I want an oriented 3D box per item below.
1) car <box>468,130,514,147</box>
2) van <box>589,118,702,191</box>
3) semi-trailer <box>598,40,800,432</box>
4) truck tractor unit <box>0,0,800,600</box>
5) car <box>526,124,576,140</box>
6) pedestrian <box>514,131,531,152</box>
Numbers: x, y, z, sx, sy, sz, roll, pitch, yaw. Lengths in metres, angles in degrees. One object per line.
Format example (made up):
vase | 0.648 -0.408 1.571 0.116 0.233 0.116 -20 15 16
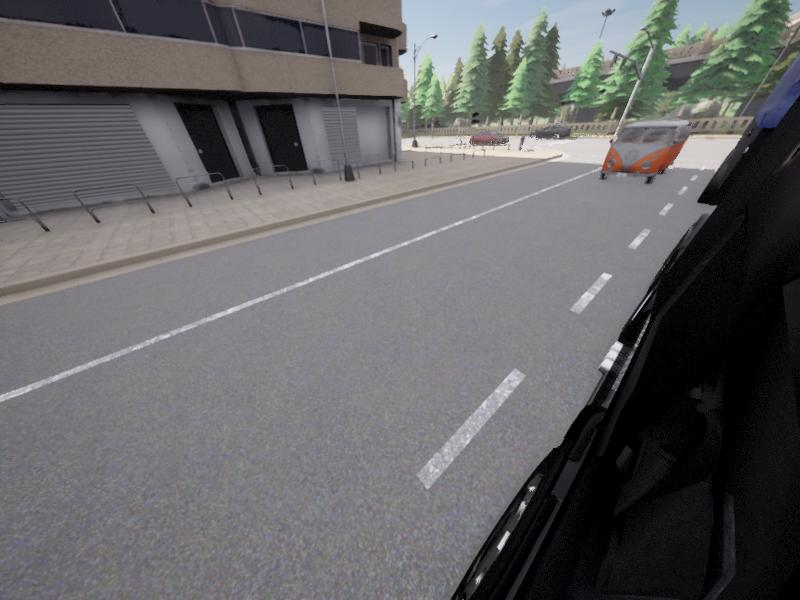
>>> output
car | 9.904 -17.869 25.535 1.994 1.385 4.181 -28 44 -30
van | 9.929 -6.027 9.359 4.442 1.987 1.775 -28 44 -30
semi-trailer | 8.689 -3.623 4.219 14.254 4.402 2.717 -28 44 -30
truck tractor unit | 2.645 -0.295 0.351 6.516 4.208 3.053 -28 44 -30
car | 19.198 -21.465 29.593 1.837 1.490 4.892 -28 43 -29
pedestrian | 9.567 -12.349 18.034 0.751 1.300 0.751 22 43 29
